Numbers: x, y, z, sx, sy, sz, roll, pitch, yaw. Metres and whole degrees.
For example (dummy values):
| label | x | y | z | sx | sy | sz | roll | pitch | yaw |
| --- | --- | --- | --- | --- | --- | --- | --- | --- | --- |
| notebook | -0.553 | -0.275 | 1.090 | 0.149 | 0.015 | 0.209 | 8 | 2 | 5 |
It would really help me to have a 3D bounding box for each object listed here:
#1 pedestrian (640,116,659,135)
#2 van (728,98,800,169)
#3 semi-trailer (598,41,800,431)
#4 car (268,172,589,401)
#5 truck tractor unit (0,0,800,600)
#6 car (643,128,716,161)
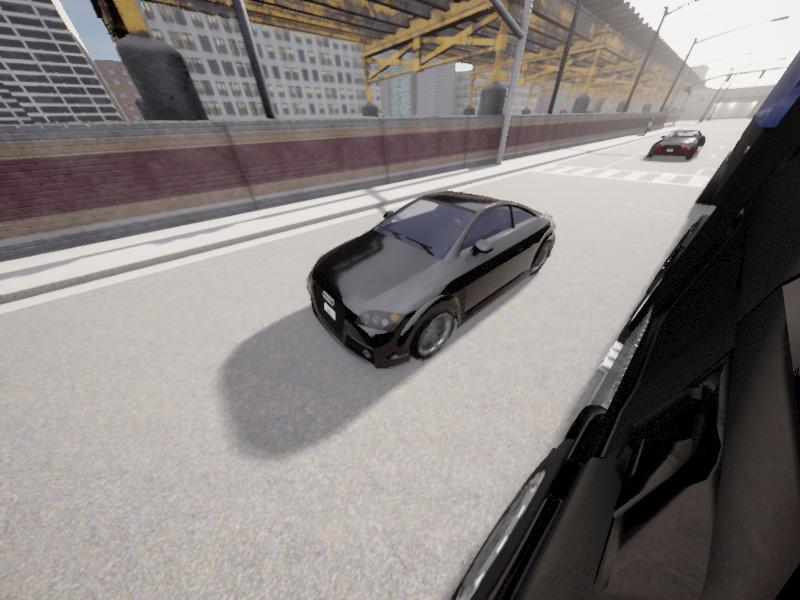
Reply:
| label | x | y | z | sx | sy | sz | roll | pitch | yaw |
| --- | --- | --- | --- | --- | --- | --- | --- | --- | --- |
| pedestrian | 31.911 | -22.282 | 29.548 | 0.751 | 1.860 | 0.751 | -25 | 42 | -27 |
| van | 19.419 | -8.561 | 11.746 | 5.915 | 2.561 | 1.988 | -28 | 44 | -30 |
| semi-trailer | 8.686 | -3.612 | 4.242 | 14.254 | 4.402 | 2.717 | -28 | 44 | -30 |
| car | 0.702 | -0.831 | 3.572 | 4.181 | 1.385 | 1.994 | -28 | 44 | -30 |
| truck tractor unit | 2.645 | -0.295 | 0.351 | 6.516 | 4.208 | 3.053 | -28 | 44 | -30 |
| car | 17.459 | -9.763 | 14.448 | 4.181 | 1.385 | 1.994 | -27 | 43 | -29 |
